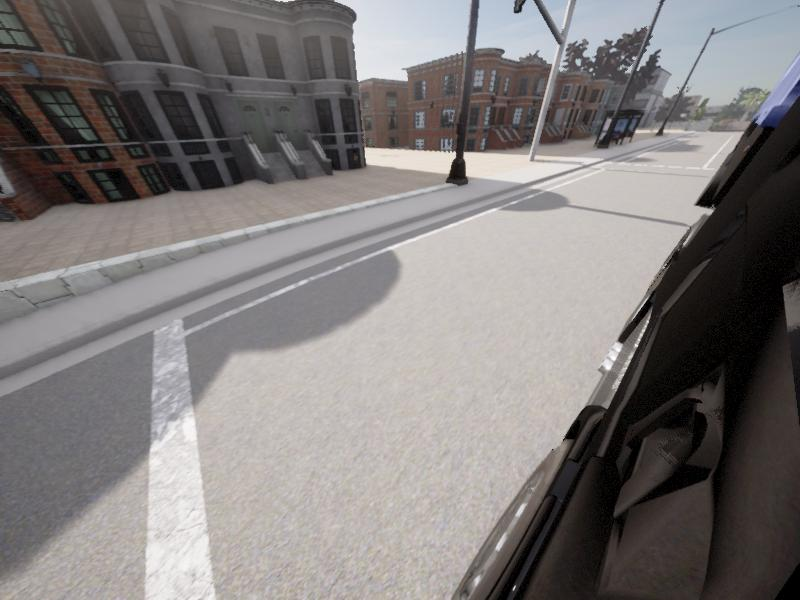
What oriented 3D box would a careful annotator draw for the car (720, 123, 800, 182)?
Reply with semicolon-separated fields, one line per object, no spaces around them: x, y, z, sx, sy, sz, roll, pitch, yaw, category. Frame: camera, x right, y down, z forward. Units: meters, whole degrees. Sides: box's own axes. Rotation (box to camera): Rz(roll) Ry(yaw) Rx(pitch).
16.512;-6.603;10.141;4.553;1.767;2.097;-28;43;-30;car

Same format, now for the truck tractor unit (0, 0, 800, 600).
2.645;-0.295;0.351;6.516;4.208;3.053;-28;44;-30;truck tractor unit

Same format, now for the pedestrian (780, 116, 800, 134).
49.693;-22.131;29.249;0.751;1.860;0.751;-24;42;-27;pedestrian

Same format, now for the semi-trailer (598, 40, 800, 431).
8.700;-3.576;4.266;14.254;4.402;2.717;-28;43;-30;semi-trailer
